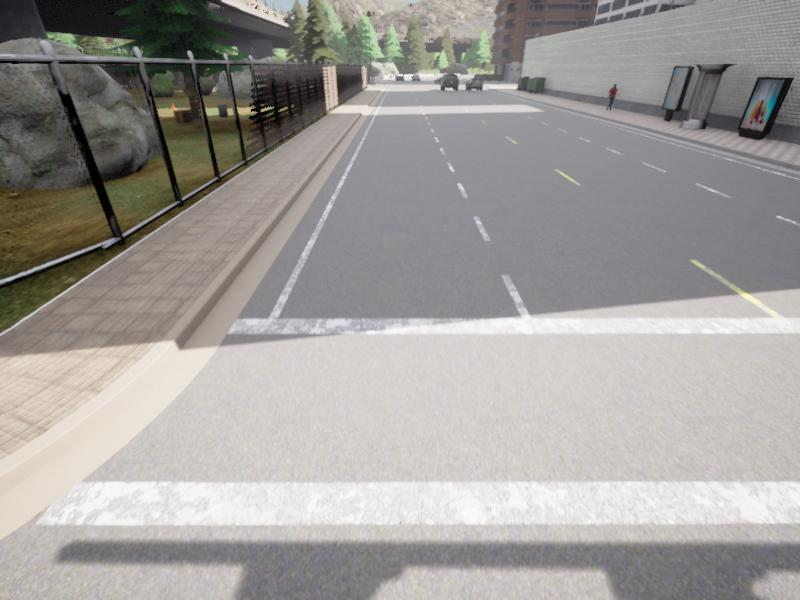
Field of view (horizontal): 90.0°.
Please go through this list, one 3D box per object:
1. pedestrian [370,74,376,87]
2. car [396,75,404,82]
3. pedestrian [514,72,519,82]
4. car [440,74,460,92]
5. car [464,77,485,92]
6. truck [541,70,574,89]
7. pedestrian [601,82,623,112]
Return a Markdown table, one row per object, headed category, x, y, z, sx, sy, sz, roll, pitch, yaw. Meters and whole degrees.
| category | x | y | z | sx | sy | sz | roll | pitch | yaw |
| --- | --- | --- | --- | --- | --- | --- | --- | --- | --- |
| pedestrian | -4.309 | -35.160 | 64.039 | 0.751 | 1.860 | 0.751 | -3 | 30 | -5 |
| car | 0.004 | -48.840 | 88.228 | 1.895 | 1.301 | 4.718 | 0 | 30 | 0 |
| pedestrian | 24.116 | -46.021 | 82.587 | 0.751 | 1.860 | 0.751 | 9 | 32 | 15 |
| car | 7.001 | -30.793 | 56.610 | 2.150 | 2.045 | 5.566 | 0 | 30 | 0 |
| car | 10.501 | -30.584 | 56.646 | 2.033 | 1.649 | 4.856 | 0 | 30 | 0 |
| truck | 23.476 | -33.044 | 59.859 | 2.615 | 2.467 | 5.204 | 0 | 30 | 0 |
| pedestrian | 15.002 | -14.349 | 28.301 | 0.751 | 1.860 | 0.751 | 2 | 30 | 3 |
